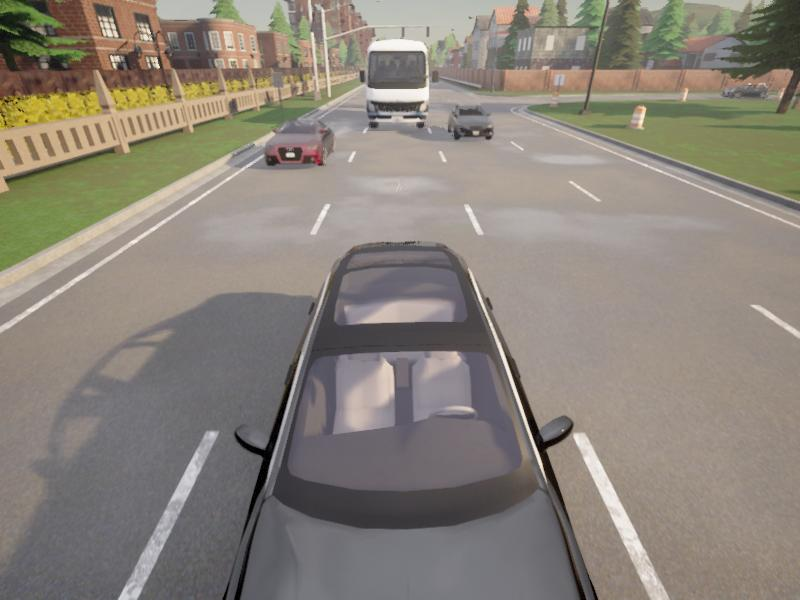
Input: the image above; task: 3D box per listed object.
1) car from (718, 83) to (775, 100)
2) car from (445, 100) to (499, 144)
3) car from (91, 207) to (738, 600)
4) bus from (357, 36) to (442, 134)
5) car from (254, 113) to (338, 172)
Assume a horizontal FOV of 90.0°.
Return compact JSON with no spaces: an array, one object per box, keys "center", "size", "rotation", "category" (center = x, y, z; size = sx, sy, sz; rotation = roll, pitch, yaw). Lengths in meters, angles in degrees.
[{"center":[36.283,-21.952,42.019],"size":[3.806,1.475,1.970],"rotation":[2,30,4],"category":"car"},{"center":[3.377,-8.728,19.462],"size":[1.816,1.474,4.193],"rotation":[0,30,0],"category":"car"},{"center":[0.024,0.751,3.237],"size":[2.128,1.511,4.902],"rotation":[-2,30,0],"category":"car"},{"center":[-0.032,-13.089,24.170],"size":[3.944,4.253,10.273],"rotation":[0,31,0],"category":"bus"},{"center":[-3.602,-5.907,14.754],"size":[1.994,1.385,4.181],"rotation":[0,30,0],"category":"car"}]
